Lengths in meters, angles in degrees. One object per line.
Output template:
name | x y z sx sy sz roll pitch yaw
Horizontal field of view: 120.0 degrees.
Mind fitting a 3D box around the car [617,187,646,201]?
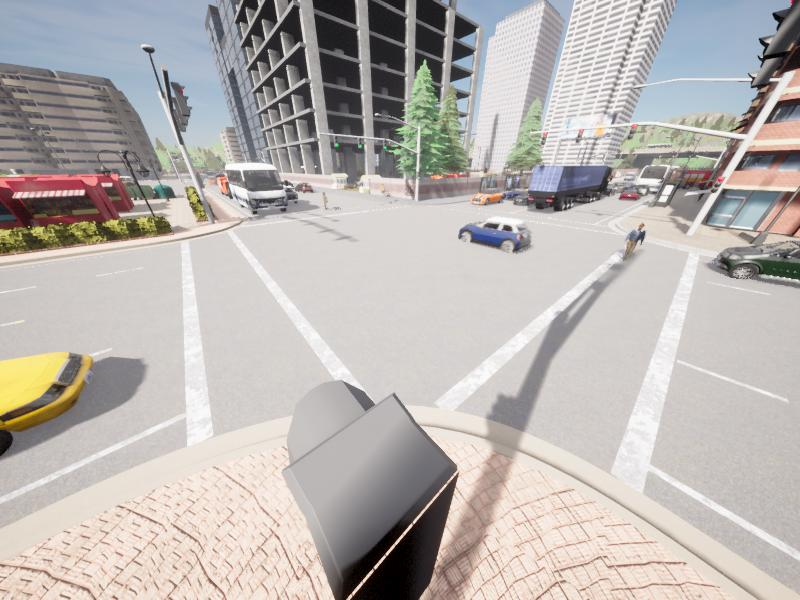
car | 32.365 -14.788 32.251 4.181 1.385 1.994 -24 38 -35

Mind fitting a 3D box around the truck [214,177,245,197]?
truck | -26.810 -17.851 36.338 2.627 2.467 5.204 -23 37 -34

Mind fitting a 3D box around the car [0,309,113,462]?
car | -8.178 2.036 2.900 5.366 1.575 1.801 -22 36 -33

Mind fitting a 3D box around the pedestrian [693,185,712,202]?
pedestrian | 37.630 -13.237 28.719 0.751 1.860 0.751 -23 37 -34

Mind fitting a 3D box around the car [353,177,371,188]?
car | -8.128 -24.929 48.916 1.905 1.878 3.866 -23 37 -34

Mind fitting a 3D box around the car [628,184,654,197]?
car | 37.711 -17.139 36.085 3.988 1.617 1.851 -23 37 -34

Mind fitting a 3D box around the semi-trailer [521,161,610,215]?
semi-trailer | 18.774 -12.717 25.614 14.254 4.402 2.717 -23 37 -34

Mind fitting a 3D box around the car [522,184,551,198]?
car | 21.384 -17.126 36.131 5.008 1.535 1.882 -23 37 -34

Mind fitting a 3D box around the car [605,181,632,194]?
car | 38.199 -19.654 40.376 4.611 1.667 2.242 -23 37 -34

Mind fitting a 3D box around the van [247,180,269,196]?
van | -22.874 -18.026 37.131 1.775 1.987 4.442 -23 37 -34

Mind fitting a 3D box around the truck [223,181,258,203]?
truck | -21.586 -14.612 31.105 2.390 2.098 6.274 -23 37 -34

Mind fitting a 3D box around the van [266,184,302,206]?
van | -14.139 -12.869 28.144 2.069 2.038 4.480 -26 39 -38

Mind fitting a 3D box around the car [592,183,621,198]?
car | 32.536 -17.274 36.284 5.238 1.638 1.930 -23 37 -34

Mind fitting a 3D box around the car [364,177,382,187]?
car | -5.875 -25.875 50.553 1.905 1.878 3.866 -23 37 -34

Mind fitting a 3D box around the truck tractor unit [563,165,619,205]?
truck tractor unit | 24.840 -15.169 30.064 6.516 4.208 3.053 -23 37 -34

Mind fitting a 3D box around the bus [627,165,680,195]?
bus | 44.604 -21.247 40.556 10.273 4.253 3.944 -23 37 -34

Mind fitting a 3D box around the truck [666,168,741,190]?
truck | 61.357 -24.761 47.069 8.468 3.827 2.891 6 31 11

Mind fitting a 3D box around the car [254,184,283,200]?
car | -18.829 -15.486 33.095 2.152 1.651 5.027 -23 37 -34

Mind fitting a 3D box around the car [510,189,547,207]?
car | 15.622 -12.414 28.014 4.892 1.490 1.837 -23 37 -34

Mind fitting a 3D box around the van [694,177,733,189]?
van | 66.093 -24.688 48.780 1.775 1.987 4.442 -22 37 -33

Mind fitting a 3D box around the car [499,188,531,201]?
car | 16.067 -14.798 32.341 4.718 1.301 1.895 -23 37 -34

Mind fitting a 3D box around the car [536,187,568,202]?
car | 21.150 -14.728 32.022 4.892 1.490 1.837 -23 37 -34

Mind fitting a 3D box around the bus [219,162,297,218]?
bus | -14.921 -11.711 23.927 3.944 4.253 10.273 -23 37 -34

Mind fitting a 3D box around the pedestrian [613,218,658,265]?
pedestrian | 10.811 -2.687 10.649 0.751 1.860 0.751 -22 37 -33

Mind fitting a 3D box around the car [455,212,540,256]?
car | 5.407 -3.925 13.276 1.970 1.475 3.806 -24 38 -35

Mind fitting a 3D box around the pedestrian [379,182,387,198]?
pedestrian | -2.427 -15.409 32.372 0.751 1.860 0.751 -25 38 -36

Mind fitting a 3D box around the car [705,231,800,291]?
car | 15.074 -1.398 8.752 3.705 1.549 1.789 22 37 34

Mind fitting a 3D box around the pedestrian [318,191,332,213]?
pedestrian | -7.389 -9.707 22.806 0.751 1.860 0.751 16 34 25

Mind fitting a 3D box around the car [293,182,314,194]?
car | -16.844 -19.719 40.444 1.851 1.617 3.988 -23 37 -34

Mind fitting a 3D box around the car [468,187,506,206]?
car | 10.696 -12.768 28.325 4.553 1.767 2.097 -23 37 -34
